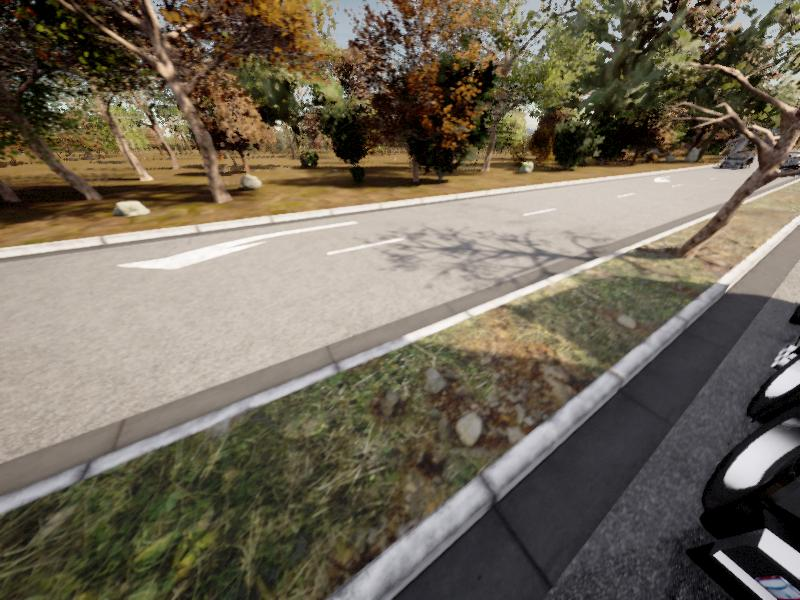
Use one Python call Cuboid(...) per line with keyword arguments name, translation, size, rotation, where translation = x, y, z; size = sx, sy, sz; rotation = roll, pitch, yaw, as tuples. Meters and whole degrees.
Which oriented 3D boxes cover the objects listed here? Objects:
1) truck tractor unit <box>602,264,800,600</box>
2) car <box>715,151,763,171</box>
Cuboid(name="truck tractor unit", translation=(5.117, -0.293, 0.786), size=(6.516, 4.208, 3.053), rotation=(-18, 39, -24))
Cuboid(name="car", translation=(35.998, -14.815, 24.530), size=(3.705, 1.549, 1.789), rotation=(-18, 39, -24))
